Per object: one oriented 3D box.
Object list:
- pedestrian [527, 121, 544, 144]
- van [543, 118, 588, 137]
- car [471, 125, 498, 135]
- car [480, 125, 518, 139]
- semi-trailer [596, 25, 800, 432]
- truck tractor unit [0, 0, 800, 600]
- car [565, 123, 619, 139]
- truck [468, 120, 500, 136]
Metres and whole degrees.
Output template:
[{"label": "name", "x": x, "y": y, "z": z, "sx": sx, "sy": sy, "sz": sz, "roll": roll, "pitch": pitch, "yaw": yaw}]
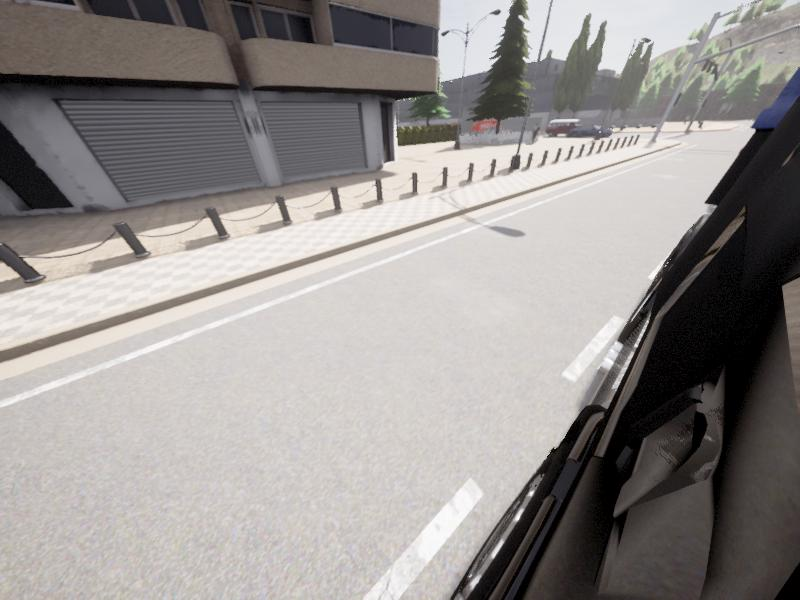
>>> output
[{"label": "pedestrian", "x": 13.771, "y": -17.012, "z": 23.523, "sx": 0.751, "sy": 1.860, "sz": 0.751, "roll": 29, "pitch": 47, "yaw": 35}, {"label": "van", "x": 23.734, "y": -24.825, "z": 33.408, "sx": 2.069, "sy": 2.038, "sz": 4.480, "roll": -26, "pitch": 43, "yaw": -28}, {"label": "car", "x": 17.893, "y": -36.109, "z": 49.196, "sx": 1.801, "sy": 1.575, "sz": 5.366, "roll": -26, "pitch": 43, "yaw": -28}, {"label": "car", "x": 15.910, "y": -27.166, "z": 37.394, "sx": 2.152, "sy": 1.651, "sz": 5.027, "roll": -26, "pitch": 43, "yaw": -28}, {"label": "semi-trailer", "x": 8.822, "y": -3.528, "z": 4.086, "sx": 14.254, "sy": 4.402, "sz": 2.717, "roll": -27, "pitch": 43, "yaw": -28}, {"label": "truck tractor unit", "x": 2.645, "y": -0.295, "z": 0.351, "sx": 6.516, "sy": 4.208, "sz": 3.053, "roll": -28, "pitch": 44, "yaw": -30}, {"label": "car", "x": 23.763, "y": -21.033, "z": 28.857, "sx": 1.812, "sy": 1.442, "sz": 4.674, "roll": -25, "pitch": 42, "yaw": -26}, {"label": "truck", "x": 16.506, "y": -34.020, "z": 45.768, "sx": 2.627, "sy": 2.467, "sz": 5.204, "roll": -26, "pitch": 43, "yaw": -28}]
